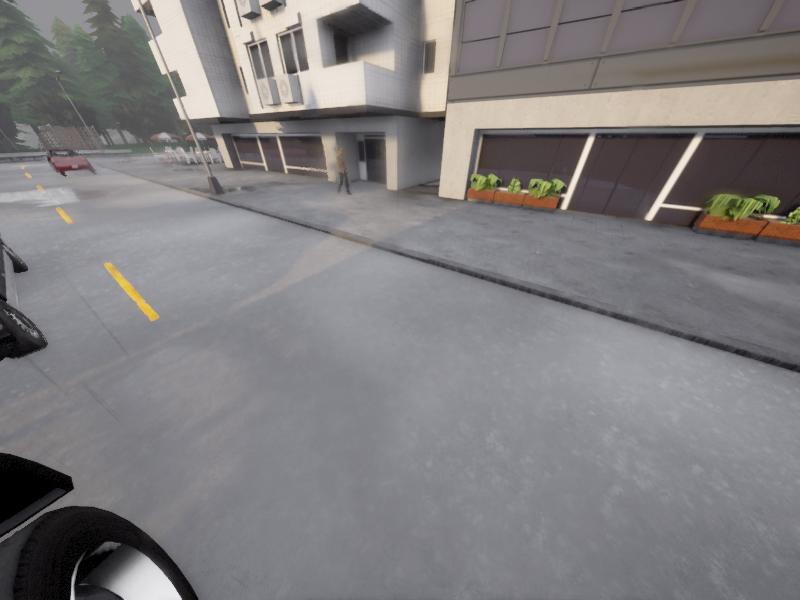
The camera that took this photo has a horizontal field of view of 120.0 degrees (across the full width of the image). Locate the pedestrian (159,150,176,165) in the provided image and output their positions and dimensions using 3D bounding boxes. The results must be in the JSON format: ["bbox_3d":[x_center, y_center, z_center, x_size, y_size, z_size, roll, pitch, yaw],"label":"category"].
[{"bbox_3d":[-20.918,-12.827,20.809,0.500,1.100,0.500,1,35,2],"label":"pedestrian"}]

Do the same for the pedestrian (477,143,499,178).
[{"bbox_3d":[5.743,-9.143,15.142,0.751,1.860,0.751,23,41,29],"label":"pedestrian"}]

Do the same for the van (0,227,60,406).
[{"bbox_3d":[-6.847,-0.659,2.605,5.915,2.561,1.988,22,41,28],"label":"van"}]

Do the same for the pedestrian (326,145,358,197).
[{"bbox_3d":[-2.455,-5.537,9.923,0.751,1.860,0.751,24,42,30],"label":"pedestrian"}]

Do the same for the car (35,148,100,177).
[{"bbox_3d":[-23.637,-9.872,16.438,3.633,1.501,1.845,22,41,28],"label":"car"}]

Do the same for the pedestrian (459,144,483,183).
[{"bbox_3d":[4.107,-7.937,13.451,0.751,1.860,0.751,28,44,34],"label":"pedestrian"}]
